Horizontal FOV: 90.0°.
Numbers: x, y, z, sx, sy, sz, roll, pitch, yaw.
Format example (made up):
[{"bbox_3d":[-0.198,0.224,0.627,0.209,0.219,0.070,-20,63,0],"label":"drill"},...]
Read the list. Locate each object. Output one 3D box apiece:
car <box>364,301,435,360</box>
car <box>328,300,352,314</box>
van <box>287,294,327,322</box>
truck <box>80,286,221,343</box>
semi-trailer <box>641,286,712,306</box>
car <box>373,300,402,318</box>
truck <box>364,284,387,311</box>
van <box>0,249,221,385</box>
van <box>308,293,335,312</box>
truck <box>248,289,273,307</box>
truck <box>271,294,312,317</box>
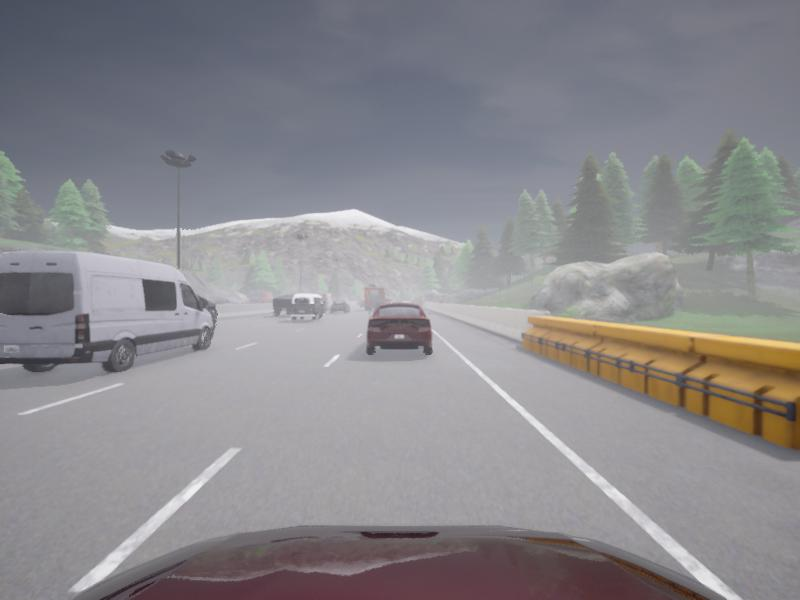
[{"bbox_3d":[-0.022,0.815,13.150,1.882,1.535,5.008,0,0,0],"label":"car"},{"bbox_3d":[-7.092,0.807,47.767,2.128,1.511,4.902,0,0,0],"label":"car"},{"bbox_3d":[-7.063,0.554,30.903,2.069,2.038,4.480,0,0,0],"label":"van"},{"bbox_3d":[-10.533,0.531,17.778,2.390,2.098,6.274,0,0,0],"label":"truck"},{"bbox_3d":[62.067,-0.869,89.972,14.254,4.402,2.717,0,0,0],"label":"semi-trailer"},{"bbox_3d":[-1.066,0.790,36.831,1.789,1.549,3.705,0,0,13],"label":"car"},{"bbox_3d":[-3.626,-0.358,60.619,2.891,3.827,8.468,0,0,0],"label":"truck"},{"bbox_3d":[-7.013,0.316,10.483,1.988,2.561,5.915,0,0,0],"label":"van"},{"bbox_3d":[-10.615,0.344,54.623,2.351,2.431,6.366,0,0,0],"label":"van"},{"bbox_3d":[-31.706,-0.381,91.173,2.891,3.827,8.468,0,0,0],"label":"truck"},{"bbox_3d":[-10.583,0.517,39.655,2.390,2.098,6.274,0,0,0],"label":"truck"}]
